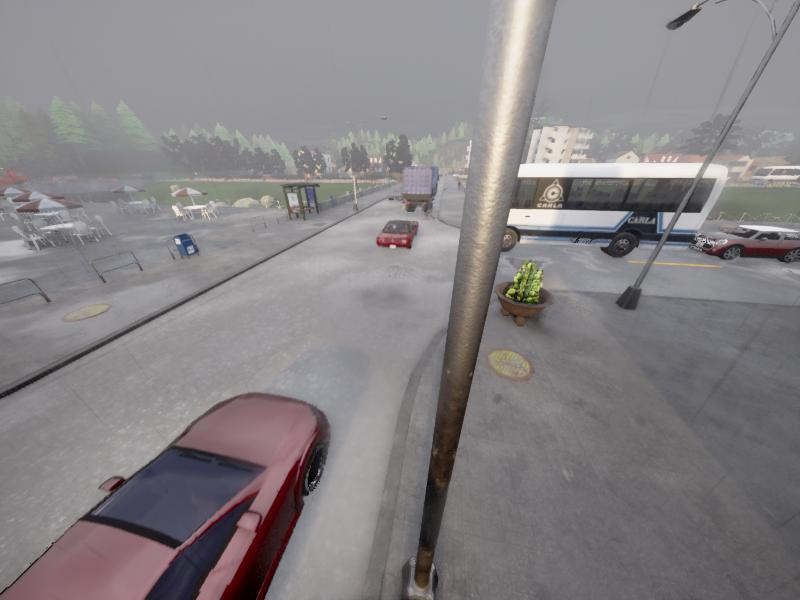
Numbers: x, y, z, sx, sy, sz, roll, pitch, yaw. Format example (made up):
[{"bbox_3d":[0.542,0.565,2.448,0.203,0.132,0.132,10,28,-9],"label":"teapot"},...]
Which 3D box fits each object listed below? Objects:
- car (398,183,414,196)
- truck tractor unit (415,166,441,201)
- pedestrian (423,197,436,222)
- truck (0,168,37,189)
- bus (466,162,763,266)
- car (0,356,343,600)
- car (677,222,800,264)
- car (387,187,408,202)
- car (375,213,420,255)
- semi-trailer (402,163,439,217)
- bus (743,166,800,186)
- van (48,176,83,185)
[{"bbox_3d":[1.083,-18.878,39.384,2.007,1.525,4.514,5,30,9],"label":"car"},{"bbox_3d":[4.085,-17.064,33.527,3.053,4.208,6.516,5,30,9],"label":"truck tractor unit"},{"bbox_3d":[2.519,-7.725,19.684,0.751,1.860,0.751,15,33,24],"label":"pedestrian"},{"bbox_3d":[-84.756,-25.264,48.138,2.891,3.827,8.468,5,30,9],"label":"truck"},{"bbox_3d":[9.322,-4.873,12.401,10.273,4.253,3.944,5,30,8],"label":"bus"},{"bbox_3d":[-2.401,2.644,2.262,1.994,1.385,4.181,5,30,9],"label":"car"},{"bbox_3d":[17.843,-3.017,11.961,3.806,1.475,1.970,5,30,8],"label":"car"},{"bbox_3d":[-0.263,-14.968,32.743,2.033,1.411,5.357,5,30,9],"label":"car"},{"bbox_3d":[0.019,-4.229,14.240,1.895,1.301,4.718,5,30,9],"label":"car"},{"bbox_3d":[2.720,-13.244,26.725,2.717,4.402,14.254,5,30,9],"label":"semi-trailer"},{"bbox_3d":[94.912,-30.716,57.154,10.273,4.253,3.944,5,30,9],"label":"bus"},{"bbox_3d":[-86.530,-30.985,59.891,1.775,1.987,4.442,5,30,9],"label":"van"}]
